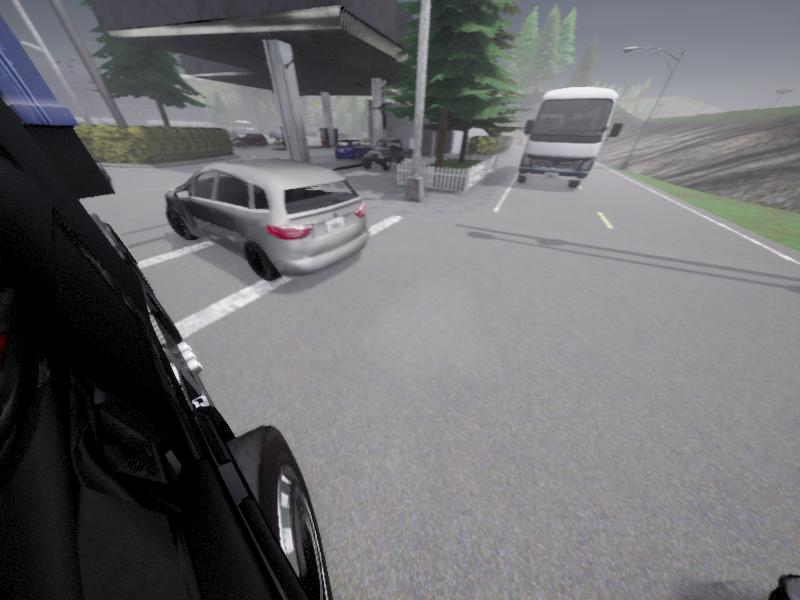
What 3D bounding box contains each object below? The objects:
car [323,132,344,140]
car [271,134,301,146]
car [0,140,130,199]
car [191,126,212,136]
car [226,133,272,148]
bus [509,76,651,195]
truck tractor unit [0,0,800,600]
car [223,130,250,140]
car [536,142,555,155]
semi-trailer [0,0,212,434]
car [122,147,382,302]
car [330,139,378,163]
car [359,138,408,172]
[{"bbox_3d":[-17.659,-43.752,61.644,5.027,1.636,2.152,17,39,20],"label":"car"},{"bbox_3d":[-18.250,-25.705,37.171,1.970,1.475,3.806,17,39,20],"label":"car"},{"bbox_3d":[-13.960,-5.380,9.272,4.902,1.511,2.128,18,38,20],"label":"car"},{"bbox_3d":[-48.888,-41.471,56.847,3.866,1.878,1.905,17,39,20],"label":"car"},{"bbox_3d":[-21.046,-22.479,32.506,2.033,1.649,4.856,17,39,20],"label":"car"},{"bbox_3d":[10.097,-10.084,14.511,3.944,4.253,10.273,17,39,20],"label":"bus"},{"bbox_3d":[-2.645,-0.295,0.352,6.516,4.208,3.053,28,44,30],"label":"truck tractor unit"},{"bbox_3d":[-34.146,-34.509,48.257,4.514,1.523,2.007,17,39,20],"label":"car"},{"bbox_3d":[22.329,-23.411,35.592,2.007,1.525,4.514,17,39,20],"label":"car"},{"bbox_3d":[-9.442,-2.900,3.417,14.254,4.402,2.717,18,39,21],"label":"semi-trailer"},{"bbox_3d":[-2.896,-1.980,4.792,4.611,1.667,2.242,23,41,25],"label":"car"},{"bbox_3d":[-4.275,-14.562,22.390,2.242,1.667,4.611,17,39,20],"label":"car"},{"bbox_3d":[-1.078,-10.880,17.182,1.905,1.878,3.866,17,39,20],"label":"car"}]
